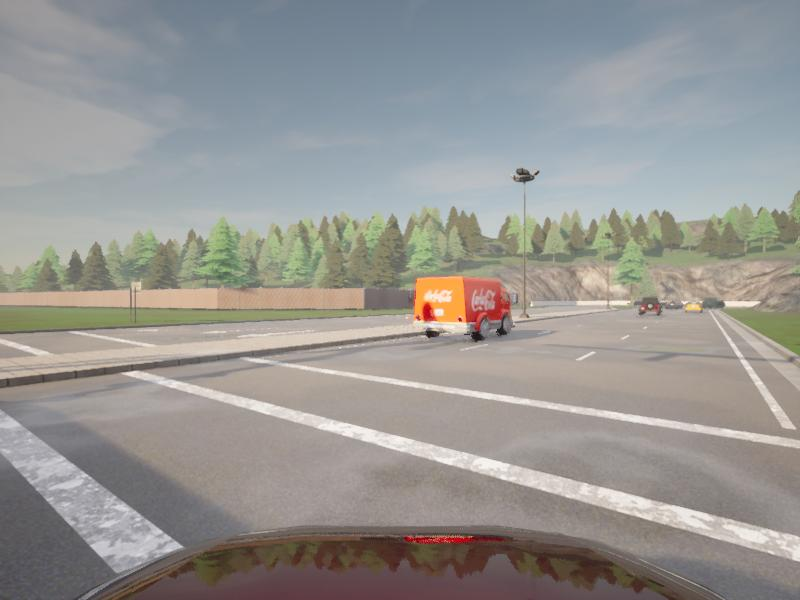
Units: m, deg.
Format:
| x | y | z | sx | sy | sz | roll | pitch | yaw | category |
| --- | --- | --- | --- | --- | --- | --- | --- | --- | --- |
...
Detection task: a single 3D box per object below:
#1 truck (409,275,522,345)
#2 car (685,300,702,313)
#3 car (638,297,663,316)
| x | y | z | sx | sy | sz | roll | pitch | yaw | category |
| --- | --- | --- | --- | --- | --- | --- | --- | --- | --- |
| 2.980 | 0.361 | 17.023 | 2.627 | 2.467 | 5.204 | 0 | 0 | 37 | truck |
| 39.442 | 0.838 | 53.663 | 1.801 | 1.575 | 5.366 | 0 | 0 | 37 | car |
| 26.896 | 0.673 | 42.853 | 1.905 | 1.878 | 3.866 | 0 | 0 | 37 | car |
